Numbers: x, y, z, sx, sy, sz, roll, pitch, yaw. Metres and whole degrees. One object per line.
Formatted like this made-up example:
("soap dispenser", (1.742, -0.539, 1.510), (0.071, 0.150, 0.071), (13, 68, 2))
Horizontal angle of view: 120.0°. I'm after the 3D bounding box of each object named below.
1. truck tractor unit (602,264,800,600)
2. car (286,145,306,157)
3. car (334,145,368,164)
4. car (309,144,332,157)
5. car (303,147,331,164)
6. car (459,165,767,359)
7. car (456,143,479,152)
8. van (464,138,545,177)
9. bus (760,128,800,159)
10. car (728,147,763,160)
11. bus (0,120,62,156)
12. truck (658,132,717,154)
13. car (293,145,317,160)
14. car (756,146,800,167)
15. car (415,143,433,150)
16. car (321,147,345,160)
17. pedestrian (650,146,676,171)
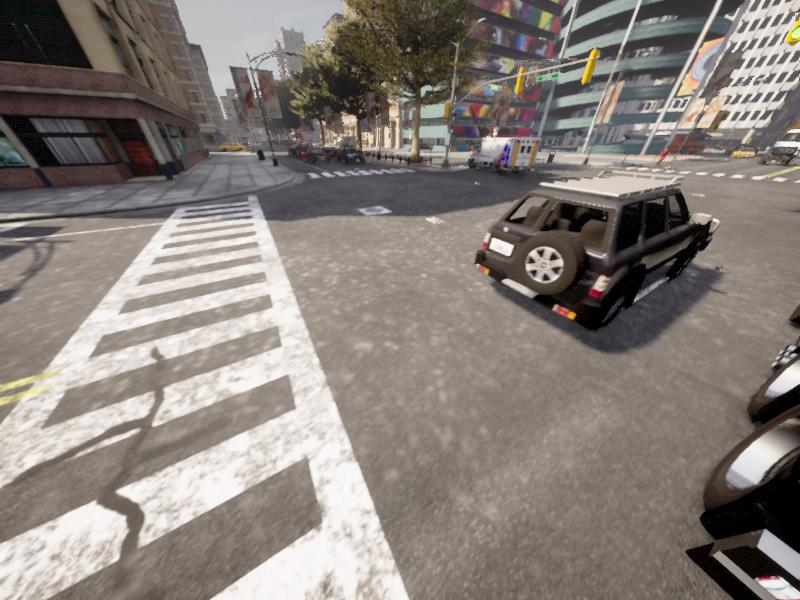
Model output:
("truck tractor unit", (5.112, -0.298, 0.782), (6.516, 4.208, 3.053), (-18, 39, -24))
("car", (-16.433, -23.551, 36.404), (1.837, 1.490, 4.892), (-18, 39, -25))
("car", (-5.811, -17.152, 27.150), (2.242, 1.667, 4.611), (-18, 39, -24))
("car", (-12.801, -23.984, 37.045), (2.128, 1.511, 4.902), (-18, 39, -25))
("car", (-9.743, -17.008, 27.105), (1.812, 1.442, 4.674), (-18, 39, -24))
("car", (3.566, -1.141, 4.035), (4.605, 1.855, 1.932), (-18, 39, -25))
("car", (15.641, -35.728, 53.991), (2.128, 1.511, 4.902), (-18, 39, -25))
("van", (8.336, -12.201, 19.503), (2.351, 2.431, 6.366), (-10, 36, -15))
("bus", (70.161, -26.830, 39.518), (3.944, 4.253, 10.273), (15, 37, 19))
("car", (54.724, -23.361, 36.730), (1.801, 1.575, 5.366), (27, 43, 33))
("bus", (-61.579, -25.960, 37.027), (3.944, 4.253, 10.273), (-18, 39, -25))
("truck", (63.694, -35.061, 51.664), (2.891, 3.827, 8.468), (6, 35, 8))
("car", (-13.122, -20.328, 31.773), (2.007, 1.525, 4.514), (-18, 39, -25))
("car", (43.280, -16.382, 26.315), (3.866, 1.878, 1.905), (-19, 39, -25))
("car", (6.249, -40.273, 60.506), (2.161, 1.482, 4.786), (-18, 39, -25))
("car", (-9.454, -20.619, 32.364), (1.994, 1.385, 4.181), (-18, 39, -25))
("pedestrian", (24.369, -13.124, 21.436), (0.751, 1.860, 0.751), (-20, 40, -26))
